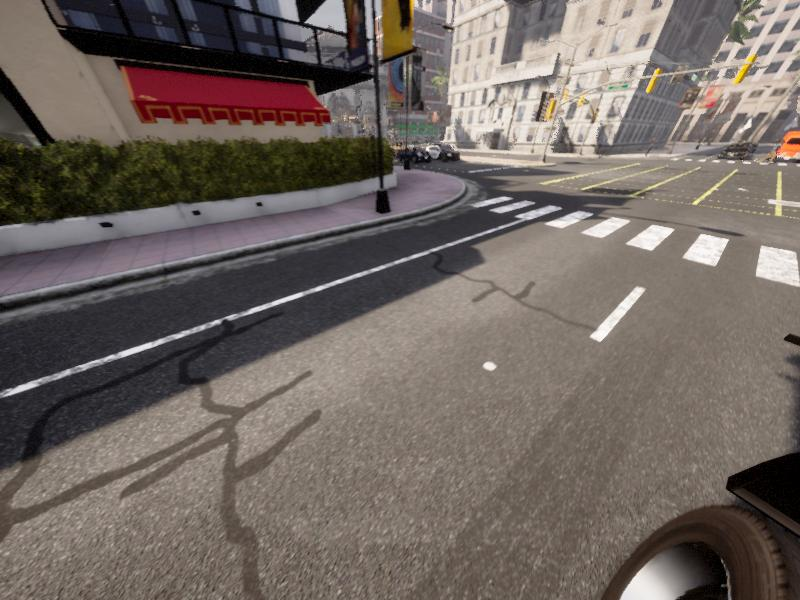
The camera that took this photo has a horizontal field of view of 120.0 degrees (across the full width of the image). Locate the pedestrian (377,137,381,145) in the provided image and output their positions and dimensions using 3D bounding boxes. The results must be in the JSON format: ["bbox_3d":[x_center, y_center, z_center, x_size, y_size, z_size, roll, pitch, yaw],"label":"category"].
[{"bbox_3d":[-6.352,-47.636,69.165,0.751,1.860,0.751,10,37,13],"label":"pedestrian"}]

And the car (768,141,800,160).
[{"bbox_3d":[44.463,-17.167,26.399,5.238,1.638,1.930,-24,42,-29],"label":"car"}]

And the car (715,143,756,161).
[{"bbox_3d":[37.127,-16.434,25.537,4.892,1.490,1.837,-24,41,-29],"label":"car"}]

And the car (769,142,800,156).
[{"bbox_3d":[52.531,-20.563,31.372,4.181,1.385,1.994,-23,41,-29],"label":"car"}]

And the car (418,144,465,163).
[{"bbox_3d":[4.320,-15.919,24.977,2.038,1.542,4.974,-24,42,-29],"label":"car"}]

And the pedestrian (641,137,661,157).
[{"bbox_3d":[29.093,-17.734,26.796,0.751,1.860,0.751,-25,42,-31],"label":"pedestrian"}]

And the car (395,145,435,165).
[{"bbox_3d":[1.408,-14.766,23.416,1.970,1.475,3.806,-23,41,-29],"label":"car"}]

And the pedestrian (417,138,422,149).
[{"bbox_3d":[3.957,-31.747,46.966,0.751,1.860,0.751,-26,43,-31],"label":"pedestrian"}]

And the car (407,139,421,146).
[{"bbox_3d":[4.012,-46.363,67.865,3.705,1.549,1.789,-23,41,-29],"label":"car"}]

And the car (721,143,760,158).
[{"bbox_3d":[42.949,-18.939,29.119,5.357,1.411,2.033,-24,42,-29],"label":"car"}]

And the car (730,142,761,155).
[{"bbox_3d":[49.946,-21.972,33.375,4.181,1.385,1.994,-24,42,-30],"label":"car"}]

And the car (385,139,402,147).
[{"bbox_3d":[-1.689,-41.420,60.965,3.988,1.617,1.851,-23,41,-29],"label":"car"}]

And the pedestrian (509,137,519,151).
[{"bbox_3d":[18.696,-25.654,38.025,0.751,1.860,0.751,-22,41,-27],"label":"pedestrian"}]

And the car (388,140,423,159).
[{"bbox_3d":[0.595,-18.954,28.978,1.932,1.855,4.605,-23,41,-29],"label":"car"}]

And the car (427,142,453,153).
[{"bbox_3d":[6.542,-25.335,38.285,1.970,1.475,3.806,-23,41,-29],"label":"car"}]

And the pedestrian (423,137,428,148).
[{"bbox_3d":[5.636,-34.839,51.053,0.751,1.860,0.751,-3,35,-3],"label":"pedestrian"}]

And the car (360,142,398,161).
[{"bbox_3d":[-2.583,-17.928,27.755,1.930,1.638,5.238,-23,41,-29],"label":"car"}]

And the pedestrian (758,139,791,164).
[{"bbox_3d":[33.953,-13.451,20.991,0.751,1.860,0.751,-23,41,-29],"label":"pedestrian"}]

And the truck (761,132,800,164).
[{"bbox_3d":[38.957,-15.102,22.798,5.204,2.467,2.627,-24,42,-29],"label":"truck"}]

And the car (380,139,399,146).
[{"bbox_3d":[-2.819,-43.470,63.809,4.974,1.542,2.038,-23,41,-29],"label":"car"}]

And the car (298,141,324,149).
[{"bbox_3d":[-19.483,-34.036,50.737,4.674,1.442,1.812,0,35,0],"label":"car"}]
